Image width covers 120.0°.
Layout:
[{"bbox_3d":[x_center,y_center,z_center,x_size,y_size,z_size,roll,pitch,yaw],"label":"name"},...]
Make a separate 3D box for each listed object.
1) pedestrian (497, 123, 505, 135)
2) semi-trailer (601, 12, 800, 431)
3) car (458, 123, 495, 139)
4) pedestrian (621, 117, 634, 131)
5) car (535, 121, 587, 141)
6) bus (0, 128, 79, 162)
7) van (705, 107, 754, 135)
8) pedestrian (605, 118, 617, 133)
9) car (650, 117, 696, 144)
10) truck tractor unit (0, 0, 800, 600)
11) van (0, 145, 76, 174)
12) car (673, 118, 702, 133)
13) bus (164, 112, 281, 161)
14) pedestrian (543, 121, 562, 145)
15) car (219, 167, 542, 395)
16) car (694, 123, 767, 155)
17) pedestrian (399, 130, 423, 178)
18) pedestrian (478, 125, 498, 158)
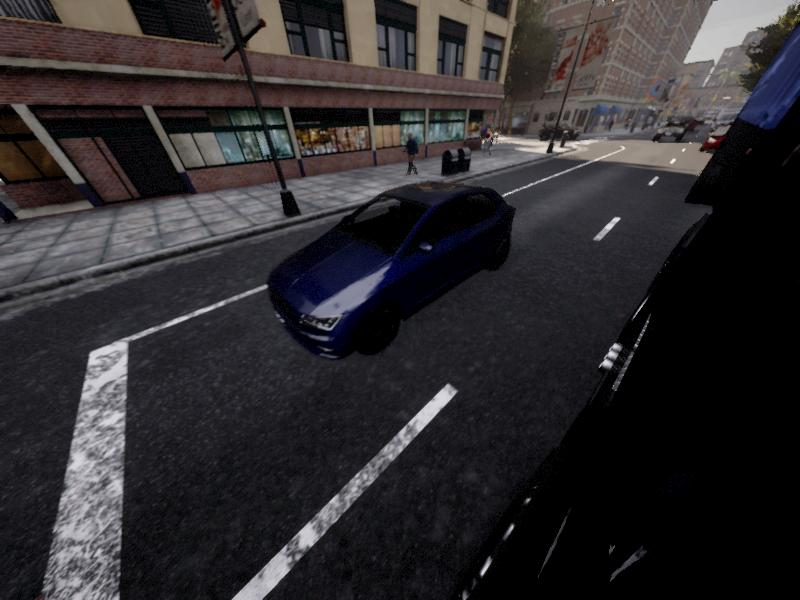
[{"bbox_3d":[19.045,-32.079,43.383,0.751,1.860,0.751,29,47,35],"label":"pedestrian"},{"bbox_3d":[8.553,-3.708,4.355,14.254,4.402,2.717,-30,44,-31],"label":"semi-trailer"},{"bbox_3d":[12.907,-28.658,39.339,2.150,2.045,5.566,-31,45,-32],"label":"car"},{"bbox_3d":[38.975,-30.169,39.612,0.751,1.860,0.751,-28,44,-29],"label":"pedestrian"},{"bbox_3d":[20.047,-21.128,29.005,1.932,1.855,4.605,-28,43,-30],"label":"car"},{"bbox_3d":[-63.995,-27.471,40.647,3.944,4.253,10.273,-19,40,-20],"label":"bus"},{"bbox_3d":[39.685,-21.604,27.974,6.366,2.431,2.351,-30,45,-32],"label":"van"},{"bbox_3d":[32.917,-27.210,36.042,0.751,1.860,0.751,28,46,34],"label":"pedestrian"},{"bbox_3d":[26.557,-16.543,22.489,4.605,1.855,1.932,-31,45,-32],"label":"car"},{"bbox_3d":[2.645,-0.295,0.351,6.516,4.208,3.053,-28,44,-30],"label":"truck tractor unit"},{"bbox_3d":[-36.537,-14.040,22.945,4.442,1.987,1.775,-24,42,-26],"label":"van"},{"bbox_3d":[41.747,-25.325,33.549,5.008,1.535,1.882,-30,45,-32],"label":"car"},{"bbox_3d":[-21.426,-20.542,28.796,10.273,4.253,3.944,-31,45,-32],"label":"bus"},{"bbox_3d":[14.765,-16.144,22.406,0.751,1.860,0.751,-30,45,-32],"label":"pedestrian"},{"bbox_3d":[0.151,-0.894,3.595,4.193,1.474,1.816,-30,45,-32],"label":"car"},{"bbox_3d":[22.269,-11.003,15.704,4.792,1.488,2.163,-30,45,-32],"label":"car"},{"bbox_3d":[0.530,-6.974,11.058,0.751,1.860,0.751,-31,45,-33],"label":"pedestrian"},{"bbox_3d":[6.244,-11.313,16.491,0.751,1.860,0.751,-26,43,-27],"label":"pedestrian"}]
